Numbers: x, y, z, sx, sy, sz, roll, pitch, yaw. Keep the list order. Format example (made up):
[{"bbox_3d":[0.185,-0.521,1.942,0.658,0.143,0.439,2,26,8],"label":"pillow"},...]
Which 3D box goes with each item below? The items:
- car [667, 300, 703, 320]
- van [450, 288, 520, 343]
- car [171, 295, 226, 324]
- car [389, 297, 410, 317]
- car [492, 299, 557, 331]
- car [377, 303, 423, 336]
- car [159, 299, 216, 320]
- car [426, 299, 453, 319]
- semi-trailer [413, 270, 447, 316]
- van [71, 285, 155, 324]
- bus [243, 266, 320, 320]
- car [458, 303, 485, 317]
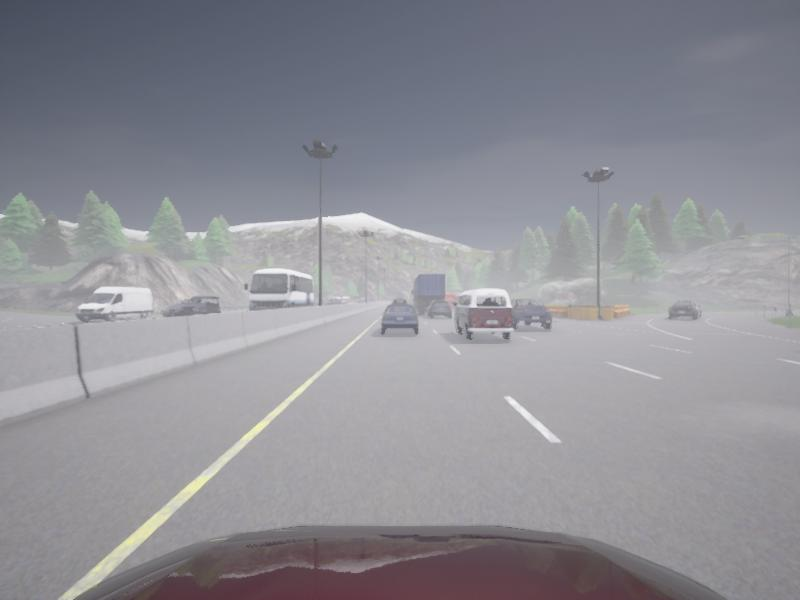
[{"bbox_3d":[24.443,0.808,34.268,2.038,1.542,4.974,0,0,41],"label":"car"},{"bbox_3d":[3.494,0.566,17.304,2.069,2.038,4.480,0,0,0],"label":"van"},{"bbox_3d":[-14.009,0.633,28.046,1.905,1.878,3.866,0,0,0],"label":"car"},{"bbox_3d":[-0.012,0.636,38.983,1.932,1.855,4.605,0,1,0],"label":"car"},{"bbox_3d":[6.993,0.770,23.119,2.152,1.651,5.027,0,0,0],"label":"car"},{"bbox_3d":[-0.004,0.885,20.336,2.033,1.411,5.357,0,0,0],"label":"car"},{"bbox_3d":[-17.509,0.742,33.225,2.242,1.667,4.611,0,0,0],"label":"car"},{"bbox_3d":[3.491,0.776,36.177,2.033,1.649,4.856,0,1,0],"label":"car"},{"bbox_3d":[3.125,-0.638,45.664,2.717,4.402,14.254,0,0,0],"label":"semi-trailer"},{"bbox_3d":[-21.014,0.308,29.722,1.988,2.561,5.915,0,0,0],"label":"van"},{"bbox_3d":[-10.390,-0.552,36.719,3.944,4.253,10.273,0,0,0],"label":"bus"},{"bbox_3d":[6.988,0.925,39.514,1.895,1.301,4.718,0,0,0],"label":"car"}]
